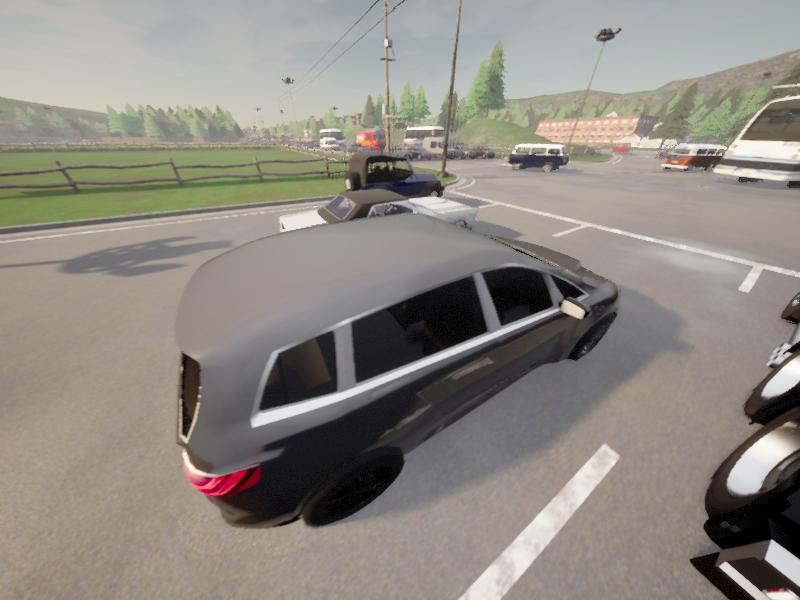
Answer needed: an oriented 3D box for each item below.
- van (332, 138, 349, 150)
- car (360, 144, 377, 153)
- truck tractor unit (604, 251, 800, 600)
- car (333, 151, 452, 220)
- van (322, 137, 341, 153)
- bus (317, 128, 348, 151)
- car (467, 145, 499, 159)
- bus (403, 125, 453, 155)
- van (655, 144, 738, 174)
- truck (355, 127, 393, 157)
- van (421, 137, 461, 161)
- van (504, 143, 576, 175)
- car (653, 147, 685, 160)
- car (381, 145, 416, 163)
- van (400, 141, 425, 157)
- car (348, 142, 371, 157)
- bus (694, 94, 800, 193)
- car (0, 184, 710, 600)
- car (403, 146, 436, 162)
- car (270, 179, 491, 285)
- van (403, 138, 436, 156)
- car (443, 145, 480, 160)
[{"bbox_3d":[-16.086,-42.060,62.213,2.351,2.431,6.366,-18,39,-25],"label":"van"},{"bbox_3d":[-6.776,-32.512,49.423,1.812,1.442,4.674,-18,39,-25],"label":"car"},{"bbox_3d":[5.086,-0.325,0.813,6.516,4.208,3.053,-19,39,-25],"label":"truck tractor unit"},{"bbox_3d":[-0.224,-4.561,8.901,3.866,1.878,1.905,-19,39,-25],"label":"car"},{"bbox_3d":[-14.420,-32.533,48.442,1.988,2.561,5.915,-18,39,-25],"label":"van"},{"bbox_3d":[-16.815,-39.702,57.222,3.944,4.253,10.273,-18,39,-25],"label":"bus"},{"bbox_3d":[12.147,-21.926,34.202,1.851,1.617,3.988,-18,39,-25],"label":"car"},{"bbox_3d":[4.858,-30.314,43.891,3.944,4.253,10.273,-18,39,-25],"label":"bus"},{"bbox_3d":[26.079,-12.549,20.445,4.480,2.038,2.069,-8,38,-11],"label":"van"},{"bbox_3d":[-4.604,-27.394,39.991,2.891,3.827,8.468,-18,39,-25],"label":"truck"},{"bbox_3d":[5.493,-20.916,31.884,1.988,2.561,5.915,-18,39,-24],"label":"van"},{"bbox_3d":[11.745,-12.092,19.687,4.480,2.038,2.069,27,44,34],"label":"van"},{"bbox_3d":[40.713,-22.344,35.118,2.163,1.488,4.792,23,41,29],"label":"car"},{"bbox_3d":[-0.254,-18.274,28.805,2.242,1.667,4.611,-18,39,-25],"label":"car"},{"bbox_3d":[1.873,-24.246,37.124,1.775,1.987,4.442,-18,39,-25],"label":"van"},{"bbox_3d":[-6.718,-24.696,37.814,1.932,1.855,4.605,-18,38,-25],"label":"car"},{"bbox_3d":[25.553,-9.159,13.624,10.273,4.253,3.944,-4,37,-7],"label":"bus"},{"bbox_3d":[0.469,-0.046,2.611,4.611,1.667,2.242,-18,39,-24],"label":"car"},{"bbox_3d":[2.484,-19.475,30.706,1.837,1.490,4.892,-18,39,-25],"label":"car"},{"bbox_3d":[-0.290,-1.961,5.684,4.718,1.301,1.895,-18,39,-25],"label":"car"},{"bbox_3d":[3.267,-27.021,40.743,2.351,2.431,6.366,-18,39,-25],"label":"van"},{"bbox_3d":[8.717,-21.341,33.322,2.152,1.651,5.027,-18,39,-25],"label":"car"}]
